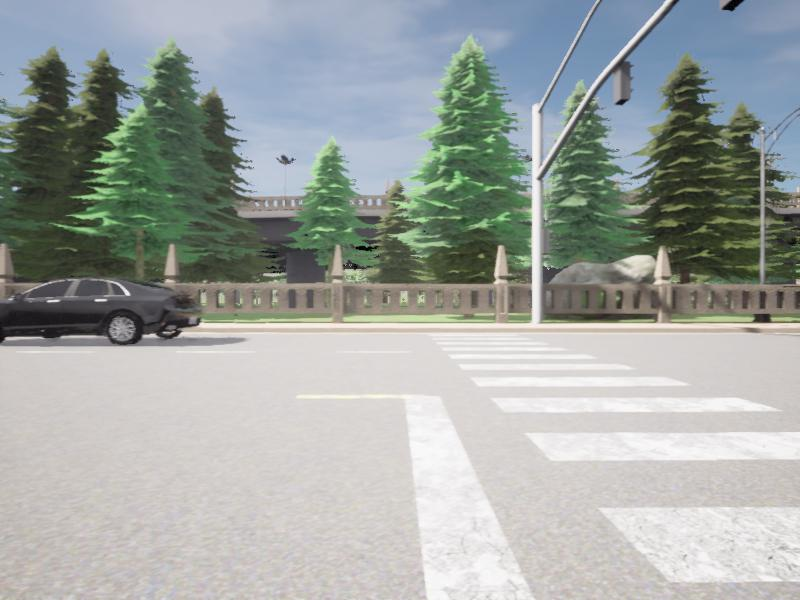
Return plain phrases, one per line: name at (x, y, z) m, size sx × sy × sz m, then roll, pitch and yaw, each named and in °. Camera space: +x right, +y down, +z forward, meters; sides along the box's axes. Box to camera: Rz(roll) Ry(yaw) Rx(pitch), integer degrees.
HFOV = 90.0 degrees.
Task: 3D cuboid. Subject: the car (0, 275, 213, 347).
car at (-7.214, 0.233, 9.258) m, size 4.892 × 1.490 × 1.837 m, roll 0°, pitch 0°, yaw -1°
